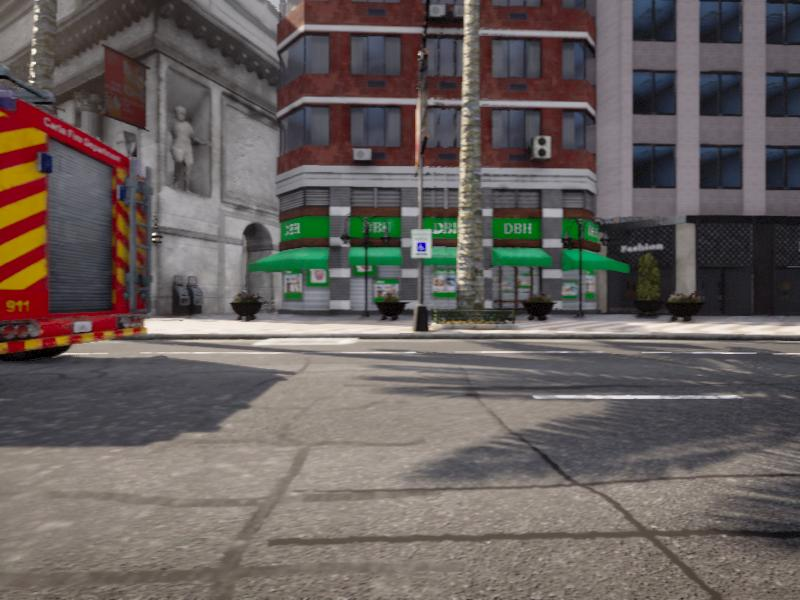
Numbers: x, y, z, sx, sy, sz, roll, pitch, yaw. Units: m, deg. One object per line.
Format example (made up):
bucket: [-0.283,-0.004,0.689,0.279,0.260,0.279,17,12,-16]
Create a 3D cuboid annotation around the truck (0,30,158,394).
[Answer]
truck: [-8.469,-0.926,5.519,8.468,3.827,2.891,0,0,-1]
